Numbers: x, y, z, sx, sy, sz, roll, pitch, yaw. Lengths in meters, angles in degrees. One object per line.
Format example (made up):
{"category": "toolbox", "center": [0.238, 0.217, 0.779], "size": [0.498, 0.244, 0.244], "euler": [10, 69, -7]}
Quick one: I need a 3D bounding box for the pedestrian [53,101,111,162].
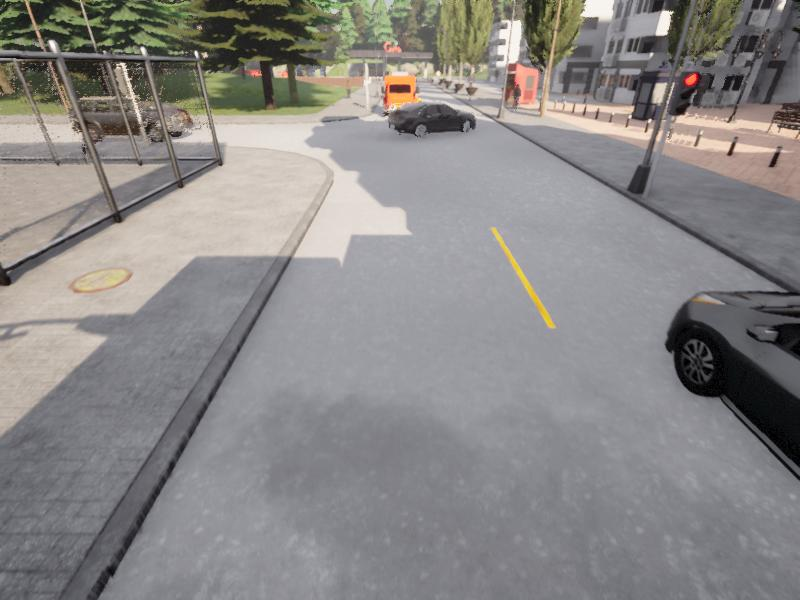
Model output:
{"category": "pedestrian", "center": [-10.924, -5.792, 13.799], "size": [0.751, 1.860, 0.751], "euler": [-1, 30, -2]}

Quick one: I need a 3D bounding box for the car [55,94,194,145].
{"category": "car", "center": [-12.393, -8.299, 18.331], "size": [4.605, 1.855, 1.932], "euler": [1, 30, 0]}

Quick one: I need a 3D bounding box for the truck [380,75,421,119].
{"category": "truck", "center": [0.006, -14.569, 28.478], "size": [2.627, 2.467, 5.204], "euler": [0, 31, 0]}

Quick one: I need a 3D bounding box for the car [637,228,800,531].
{"category": "car", "center": [4.026, 1.022, 2.748], "size": [2.007, 1.525, 4.514], "euler": [0, 30, 0]}

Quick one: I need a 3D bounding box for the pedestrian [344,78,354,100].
{"category": "pedestrian", "center": [-5.146, -21.166, 40.118], "size": [0.751, 1.860, 0.751], "euler": [2, 30, 3]}

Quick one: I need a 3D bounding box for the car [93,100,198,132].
{"category": "car", "center": [-13.756, -10.074, 21.881], "size": [4.181, 1.385, 1.994], "euler": [0, 30, 0]}

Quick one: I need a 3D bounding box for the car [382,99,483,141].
{"category": "car", "center": [1.685, -9.235, 20.324], "size": [4.892, 1.490, 1.837], "euler": [-18, 36, -28]}

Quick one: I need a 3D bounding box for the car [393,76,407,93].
{"category": "car", "center": [0.022, -29.137, 53.983], "size": [1.905, 1.878, 3.866], "euler": [0, 30, 0]}

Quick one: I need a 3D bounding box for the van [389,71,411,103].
{"category": "van", "center": [0.009, -21.396, 40.093], "size": [1.988, 2.561, 5.915], "euler": [0, 30, 0]}

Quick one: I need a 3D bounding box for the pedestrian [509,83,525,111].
{"category": "pedestrian", "center": [8.687, -15.112, 29.765], "size": [0.751, 1.860, 0.751], "euler": [-1, 30, -1]}
